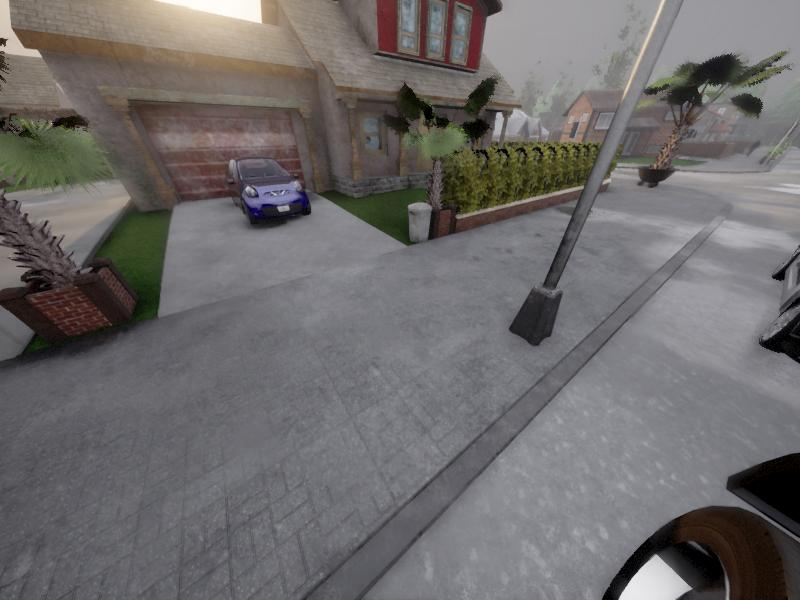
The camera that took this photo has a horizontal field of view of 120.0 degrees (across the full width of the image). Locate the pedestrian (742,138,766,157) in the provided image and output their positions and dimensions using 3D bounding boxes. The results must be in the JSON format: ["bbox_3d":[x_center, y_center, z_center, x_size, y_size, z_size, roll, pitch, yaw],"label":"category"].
[{"bbox_3d":[42.249,-18.155,27.580,0.751,1.860,0.751,-25,42,-31],"label":"pedestrian"}]

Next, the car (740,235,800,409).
[{"bbox_3d":[6.544,-0.168,2.712,5.238,1.638,1.930,-22,41,-28],"label":"car"}]

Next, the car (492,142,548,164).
[{"bbox_3d":[12.511,-15.634,24.469,2.097,1.767,4.553,-22,41,-28],"label":"car"}]

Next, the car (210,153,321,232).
[{"bbox_3d":[-4.139,-3.474,7.009,1.845,1.501,3.633,-24,42,-30],"label":"car"}]

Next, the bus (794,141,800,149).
[{"bbox_3d":[86.719,-33.759,47.586,10.273,4.253,3.944,-22,41,-28],"label":"bus"}]
